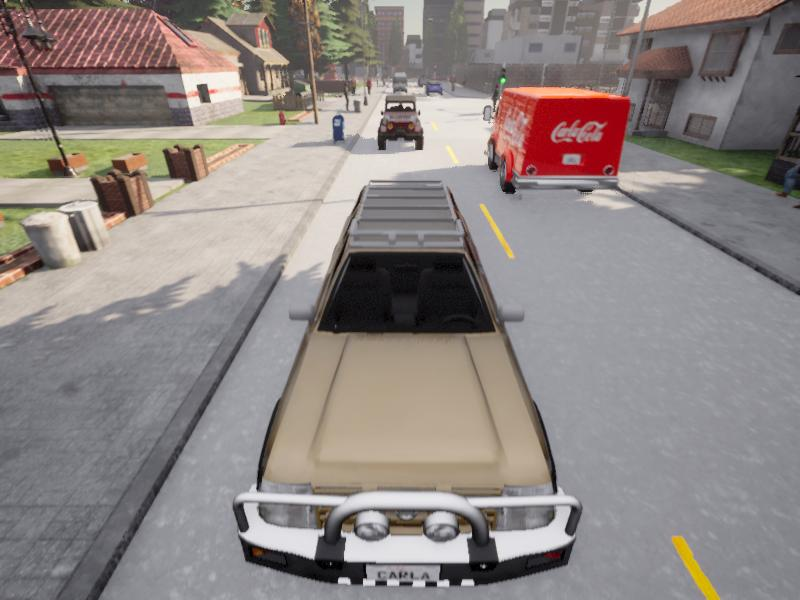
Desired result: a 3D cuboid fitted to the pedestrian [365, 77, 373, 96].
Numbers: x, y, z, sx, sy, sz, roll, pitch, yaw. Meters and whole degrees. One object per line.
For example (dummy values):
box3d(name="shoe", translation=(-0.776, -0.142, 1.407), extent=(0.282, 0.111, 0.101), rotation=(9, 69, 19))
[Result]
box3d(name="pedestrian", translation=(-3.359, -23.222, 43.497), extent=(0.751, 1.860, 0.751), rotation=(1, 30, 1))

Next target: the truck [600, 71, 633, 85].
box3d(name="truck", translation=(39.086, -40.113, 72.278), extent=(4.478, 2.038, 2.069), rotation=(0, 30, 0))

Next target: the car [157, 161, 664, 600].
box3d(name="car", translation=(0.058, 0.084, 3.974), extent=(1.932, 1.855, 4.605), rotation=(0, 31, 1))

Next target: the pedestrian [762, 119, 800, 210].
box3d(name="pedestrian", translation=(9.336, -3.065, 9.120), extent=(0.751, 1.860, 0.751), rotation=(1, 30, 2))

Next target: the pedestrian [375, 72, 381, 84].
box3d(name="pedestrian", translation=(-3.995, -40.257, 72.558), extent=(0.751, 1.860, 0.751), rotation=(-16, 34, -26))

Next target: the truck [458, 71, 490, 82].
box3d(name="truck", translation=(15.491, -47.116, 84.285), extent=(6.274, 2.098, 2.390), rotation=(0, 30, 0))

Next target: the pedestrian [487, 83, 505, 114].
box3d(name="pedestrian", translation=(6.647, -13.996, 27.767), extent=(0.751, 1.860, 0.751), rotation=(-16, 34, -25))

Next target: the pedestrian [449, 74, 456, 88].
box3d(name="pedestrian", translation=(7.844, -32.611, 59.520), extent=(0.751, 1.860, 0.751), rotation=(-3, 30, -5))

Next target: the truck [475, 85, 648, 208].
box3d(name="truck", translation=(4.014, -4.644, 11.455), extent=(2.627, 2.467, 5.204), rotation=(0, 30, 0))

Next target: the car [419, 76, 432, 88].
box3d(name="car", translation=(4.039, -34.433, 63.206), extent=(1.845, 1.501, 3.633), rotation=(0, 30, 0))

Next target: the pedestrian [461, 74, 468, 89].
box3d(name="pedestrian", translation=(9.232, -31.434, 57.512), extent=(0.751, 1.860, 0.751), rotation=(0, 30, 0))

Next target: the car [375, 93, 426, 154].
box3d(name="car", translation=(0.028, -7.665, 17.176), extent=(1.905, 1.878, 3.866), rotation=(0, 31, 0))

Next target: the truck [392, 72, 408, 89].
box3d(name="truck", translation=(0.020, -34.578, 62.888), extent=(2.390, 2.098, 6.274), rotation=(0, 30, 0))

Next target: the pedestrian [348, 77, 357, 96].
box3d(name="pedestrian", translation=(-5.135, -23.163, 43.396), extent=(0.751, 1.860, 0.751), rotation=(0, 30, 0))

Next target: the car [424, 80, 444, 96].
box3d(name="car", translation=(4.030, -25.378, 47.763), extent=(2.007, 1.525, 4.514), rotation=(0, 30, 0))

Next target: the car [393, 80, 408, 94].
box3d(name="car", translation=(0.032, -26.613, 49.920), extent=(1.816, 1.474, 4.193), rotation=(0, 30, 0))

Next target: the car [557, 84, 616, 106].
box3d(name="car", translation=(16.105, -17.815, 34.789), extent=(3.988, 1.617, 1.851), rotation=(0, 30, 0))

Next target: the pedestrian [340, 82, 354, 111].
box3d(name="pedestrian", translation=(-3.893, -14.941, 29.371), extent=(0.751, 1.860, 0.751), rotation=(-7, 31, -12))
